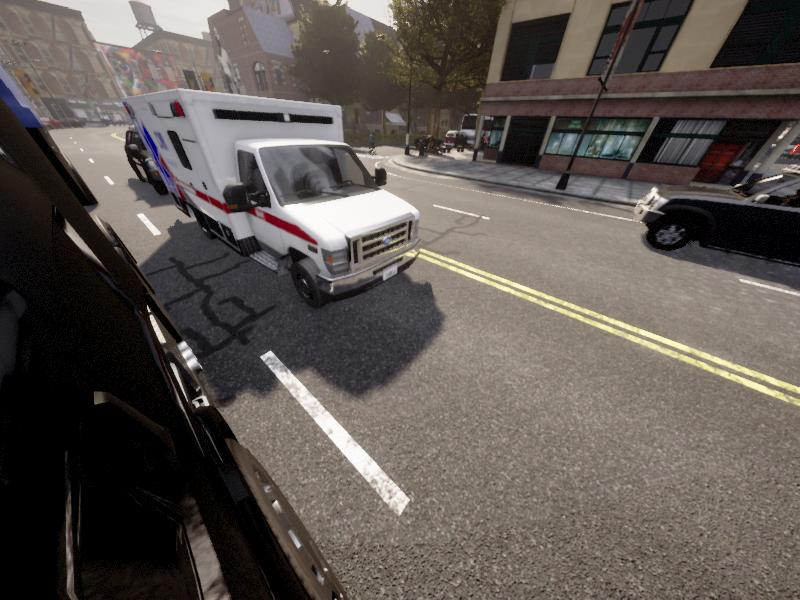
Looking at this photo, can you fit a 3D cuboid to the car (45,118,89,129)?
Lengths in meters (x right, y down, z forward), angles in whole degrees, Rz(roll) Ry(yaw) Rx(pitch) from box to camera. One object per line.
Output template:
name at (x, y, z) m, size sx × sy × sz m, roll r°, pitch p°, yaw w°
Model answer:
car at (-54.165, -28.877, 37.732) m, size 1.895 × 1.301 × 4.718 m, roll -11°, pitch 39°, yaw -17°

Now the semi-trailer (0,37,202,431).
semi-trailer at (-8.746, -3.574, 4.178) m, size 14.254 × 4.402 × 2.717 m, roll 28°, pitch 43°, yaw 29°

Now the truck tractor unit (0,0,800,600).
truck tractor unit at (-2.645, -0.295, 0.351) m, size 6.516 × 4.208 × 3.053 m, roll 28°, pitch 44°, yaw 30°

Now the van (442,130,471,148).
van at (8.643, -24.613, 35.371) m, size 2.069 × 2.038 × 4.480 m, roll 28°, pitch 44°, yaw 30°

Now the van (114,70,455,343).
van at (-2.542, -2.253, 4.466) m, size 6.366 × 2.431 × 2.351 m, roll 28°, pitch 44°, yaw 30°

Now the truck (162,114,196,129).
truck at (-51.988, -42.030, 54.470) m, size 2.627 × 2.467 × 5.204 m, roll 2°, pitch 37°, yaw 0°

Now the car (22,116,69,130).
car at (-51.502, -25.816, 33.684) m, size 2.002 × 1.452 × 4.674 m, roll -18°, pitch 41°, yaw -25°

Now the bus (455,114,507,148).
bus at (14.153, -29.383, 40.245) m, size 3.944 × 4.253 × 10.273 m, roll 28°, pitch 44°, yaw 30°

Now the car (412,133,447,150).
car at (3.978, -21.237, 30.900) m, size 1.930 × 1.638 × 5.238 m, roll 28°, pitch 44°, yaw 30°

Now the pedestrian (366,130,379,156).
pedestrian at (-2.420, -13.823, 20.367) m, size 0.751 × 1.860 × 0.751 m, roll 17°, pitch 39°, yaw 18°

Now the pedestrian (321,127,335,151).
pedestrian at (-6.930, -15.570, 22.418) m, size 0.751 × 1.860 × 0.751 m, roll 28°, pitch 43°, yaw 29°

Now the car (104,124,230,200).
car at (-8.744, -5.355, 8.679) m, size 4.605 × 1.855 × 1.932 m, roll 28°, pitch 44°, yaw 30°

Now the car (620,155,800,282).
car at (8.175, -1.775, 4.959) m, size 4.605 × 1.855 × 1.932 m, roll 28°, pitch 44°, yaw 30°

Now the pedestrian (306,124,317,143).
pedestrian at (-11.208, -21.173, 29.382) m, size 0.751 × 1.860 × 0.751 m, roll 11°, pitch 38°, yaw 11°
